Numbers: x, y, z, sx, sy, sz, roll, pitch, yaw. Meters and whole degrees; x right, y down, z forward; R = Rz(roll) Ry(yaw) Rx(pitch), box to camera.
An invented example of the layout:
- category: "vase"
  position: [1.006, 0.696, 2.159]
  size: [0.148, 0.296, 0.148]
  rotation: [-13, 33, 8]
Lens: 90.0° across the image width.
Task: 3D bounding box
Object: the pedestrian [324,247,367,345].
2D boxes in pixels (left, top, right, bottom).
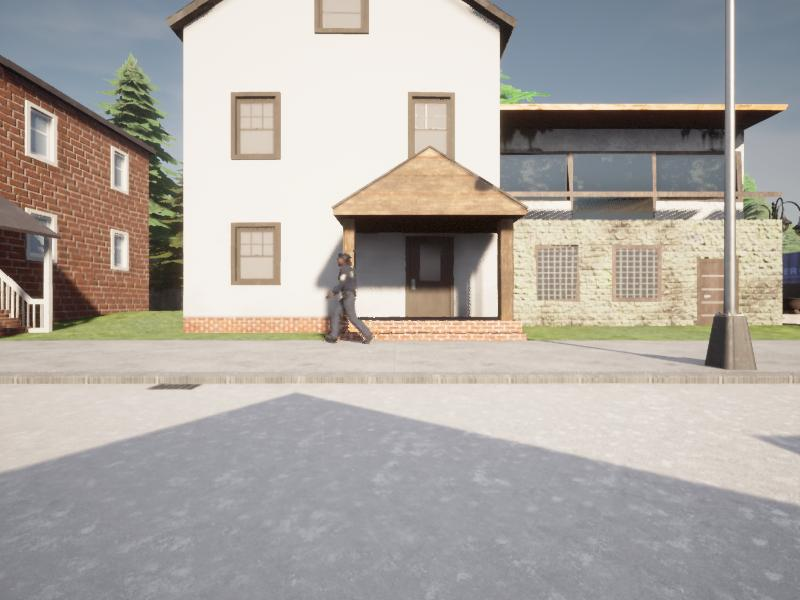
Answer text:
- category: "pedestrian"
  position: [-1.067, -0.067, 7.968]
  size: [0.751, 1.860, 0.751]
  rotation: [0, 0, 0]

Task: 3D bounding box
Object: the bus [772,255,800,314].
- category: "bus"
  position: [30.862, -1.135, 25.985]
  size: [3.944, 4.253, 10.273]
  rotation: [0, 0, 0]

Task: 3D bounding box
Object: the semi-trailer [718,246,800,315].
- category: "semi-trailer"
  position: [26.915, -1.218, 24.891]
  size: [2.717, 4.402, 14.254]
  rotation: [0, 0, -1]
